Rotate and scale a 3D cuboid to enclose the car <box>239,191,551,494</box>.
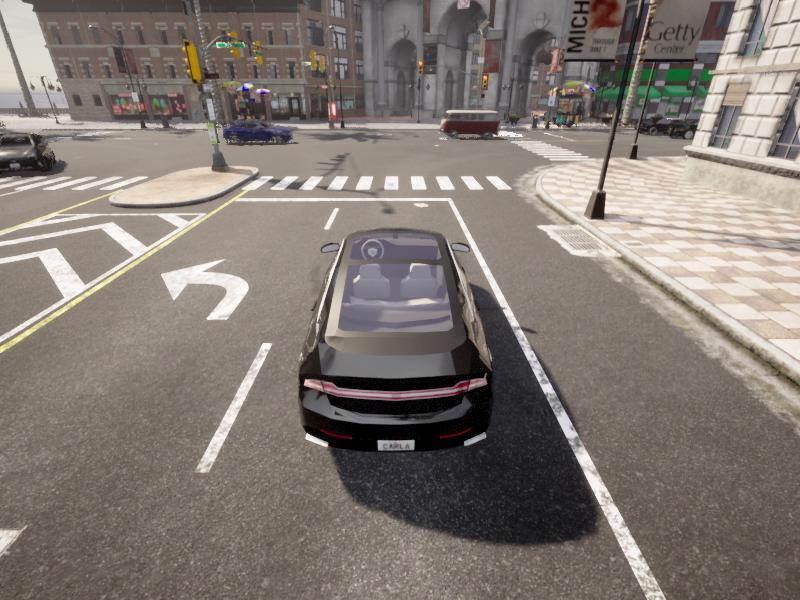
[{"bbox_3d":[-0.056,-0.144,5.249,2.128,1.511,4.902,0,27,-1],"label":"car"}]

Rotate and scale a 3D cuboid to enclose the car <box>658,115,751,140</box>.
[{"bbox_3d":[23.102,-13.186,30.509,5.238,1.638,1.930,0,27,0],"label":"car"}]

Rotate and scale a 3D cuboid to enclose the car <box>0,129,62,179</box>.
[{"bbox_3d":[-16.842,-6.610,17.823,2.007,1.525,4.514,-16,31,-28],"label":"car"}]

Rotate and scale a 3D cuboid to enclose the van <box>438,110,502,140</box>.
[{"bbox_3d":[5.201,-13.335,30.426,4.442,1.987,1.775,0,27,0],"label":"van"}]

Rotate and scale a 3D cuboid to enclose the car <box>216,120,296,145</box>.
[{"bbox_3d":[-9.770,-11.485,27.413,4.674,1.442,1.812,0,27,0],"label":"car"}]

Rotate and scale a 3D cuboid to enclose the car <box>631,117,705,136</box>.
[{"bbox_3d":[22.497,-14.633,33.705,4.718,1.301,1.895,0,27,1],"label":"car"}]
